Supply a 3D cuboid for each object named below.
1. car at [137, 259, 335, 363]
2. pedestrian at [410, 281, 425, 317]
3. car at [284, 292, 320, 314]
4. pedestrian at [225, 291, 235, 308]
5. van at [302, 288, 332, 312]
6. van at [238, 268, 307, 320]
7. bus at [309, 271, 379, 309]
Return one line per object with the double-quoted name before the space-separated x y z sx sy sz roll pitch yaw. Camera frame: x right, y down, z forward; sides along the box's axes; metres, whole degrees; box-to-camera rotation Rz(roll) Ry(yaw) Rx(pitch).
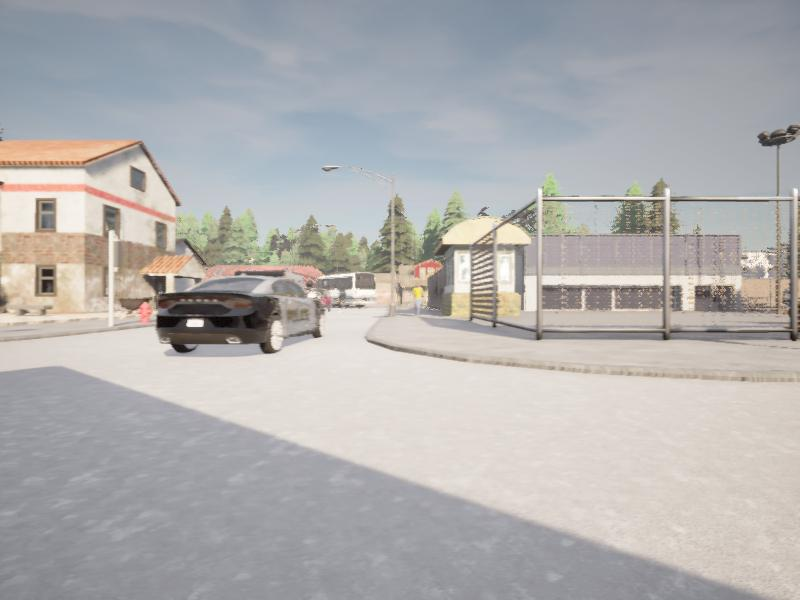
"car" -3.057 0.170 8.965 1.930 1.638 5.238 0 0 5
"pedestrian" 0.939 -0.066 21.144 0.751 1.860 0.751 0 0 7
"car" -7.089 0.213 29.244 1.789 1.549 3.705 0 0 0
"pedestrian" -18.225 -0.070 42.804 0.751 1.860 0.751 0 0 -1
"van" -7.135 -0.003 34.739 1.775 1.987 4.442 0 0 -1
"van" -6.982 -0.280 22.684 1.988 2.561 5.915 0 0 1
"bus" -7.199 -1.139 49.872 3.944 4.253 10.273 0 0 -39
